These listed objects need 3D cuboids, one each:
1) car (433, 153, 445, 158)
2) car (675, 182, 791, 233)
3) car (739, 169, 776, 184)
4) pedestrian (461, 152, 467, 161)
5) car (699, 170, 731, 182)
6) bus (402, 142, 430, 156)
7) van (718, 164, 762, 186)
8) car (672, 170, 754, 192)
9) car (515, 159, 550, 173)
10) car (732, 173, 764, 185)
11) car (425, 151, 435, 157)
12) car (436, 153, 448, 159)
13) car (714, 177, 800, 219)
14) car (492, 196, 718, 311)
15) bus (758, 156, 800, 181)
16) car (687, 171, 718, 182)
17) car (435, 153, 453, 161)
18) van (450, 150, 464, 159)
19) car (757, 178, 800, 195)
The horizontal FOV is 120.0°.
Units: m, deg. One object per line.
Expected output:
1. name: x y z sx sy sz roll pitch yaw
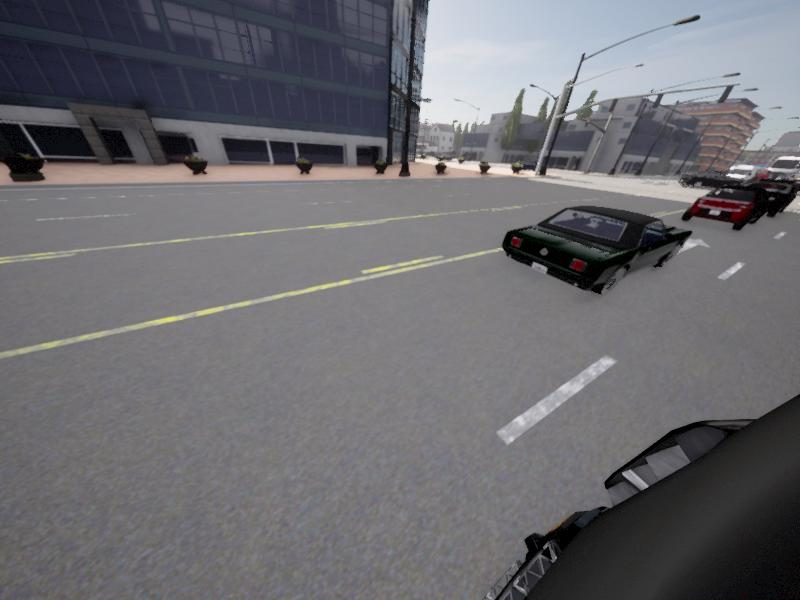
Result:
1. car: 15.036 -56.156 89.516 2.033 1.411 5.357 -12 36 -22
2. car: 14.397 -4.147 10.016 4.193 1.474 1.816 -15 38 -25
3. car: 63.321 -21.904 40.922 5.566 2.045 2.150 -16 38 -25
4. pedestrian: 15.538 -34.706 55.957 0.751 1.860 0.751 -2 34 -9
5. car: 54.976 -21.636 40.280 5.238 1.638 1.930 -15 38 -25
6. bus: 6.525 -61.487 94.205 10.273 4.253 3.944 10 34 10
7. van: 51.282 -18.809 34.826 5.915 2.561 1.988 -15 37 -26
8. car: 33.917 -13.038 25.246 5.008 1.535 1.882 11 34 12
9. car: 20.446 -20.796 35.808 1.816 1.474 4.193 -14 37 -26
10. car: 57.534 -19.997 38.179 4.674 1.442 1.812 -15 38 -25
11. car: 11.554 -56.068 88.603 1.905 1.878 3.866 -15 37 -26
12. car: 12.586 -43.359 69.543 2.007 1.525 4.514 18 36 20
13. car: 20.398 -5.839 12.929 5.238 1.638 1.930 -15 38 -26
14. car: 4.645 -1.389 5.251 4.718 1.301 1.895 -15 38 -25
15. bus: 84.164 -28.645 50.354 10.273 4.253 3.944 -15 38 -25
16. car: 48.899 -19.945 37.311 4.193 1.474 1.816 -15 37 -26
17. car: 11.026 -35.874 58.032 2.033 1.411 5.357 -7 35 -17
18. van: 20.438 -51.680 82.171 1.988 2.561 5.915 25 38 30
19. car: 43.003 -12.560 25.578 4.181 1.385 1.994 -4 34 -11
